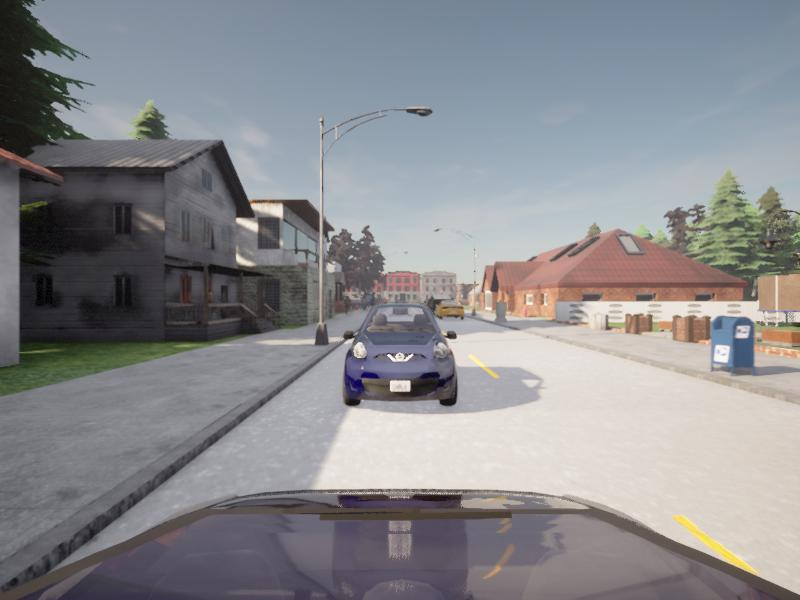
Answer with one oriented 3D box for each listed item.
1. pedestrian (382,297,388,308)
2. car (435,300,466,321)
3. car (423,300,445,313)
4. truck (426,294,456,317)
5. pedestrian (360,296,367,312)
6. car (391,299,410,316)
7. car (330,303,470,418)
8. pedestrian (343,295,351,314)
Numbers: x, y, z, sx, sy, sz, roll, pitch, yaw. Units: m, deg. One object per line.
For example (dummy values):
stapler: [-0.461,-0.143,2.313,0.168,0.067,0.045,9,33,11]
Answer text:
pedestrian: [-2.454,0.429,64.481,0.751,1.860,0.751,0,0,10]
car: [4.010,0.774,32.600,1.882,1.535,5.008,0,0,0]
car: [4.004,0.765,47.802,2.128,1.511,4.902,0,0,0]
truck: [4.010,0.482,40.066,2.390,2.098,6.274,0,0,0]
pedestrian: [-4.389,0.461,48.425,0.751,1.860,0.751,0,0,8]
car: [0.011,0.727,40.824,1.851,1.617,3.988,0,0,0]
car: [0.001,0.815,7.123,1.845,1.501,3.633,0,0,0]
pedestrian: [-5.188,0.474,39.423,0.751,1.860,0.751,0,0,-2]
